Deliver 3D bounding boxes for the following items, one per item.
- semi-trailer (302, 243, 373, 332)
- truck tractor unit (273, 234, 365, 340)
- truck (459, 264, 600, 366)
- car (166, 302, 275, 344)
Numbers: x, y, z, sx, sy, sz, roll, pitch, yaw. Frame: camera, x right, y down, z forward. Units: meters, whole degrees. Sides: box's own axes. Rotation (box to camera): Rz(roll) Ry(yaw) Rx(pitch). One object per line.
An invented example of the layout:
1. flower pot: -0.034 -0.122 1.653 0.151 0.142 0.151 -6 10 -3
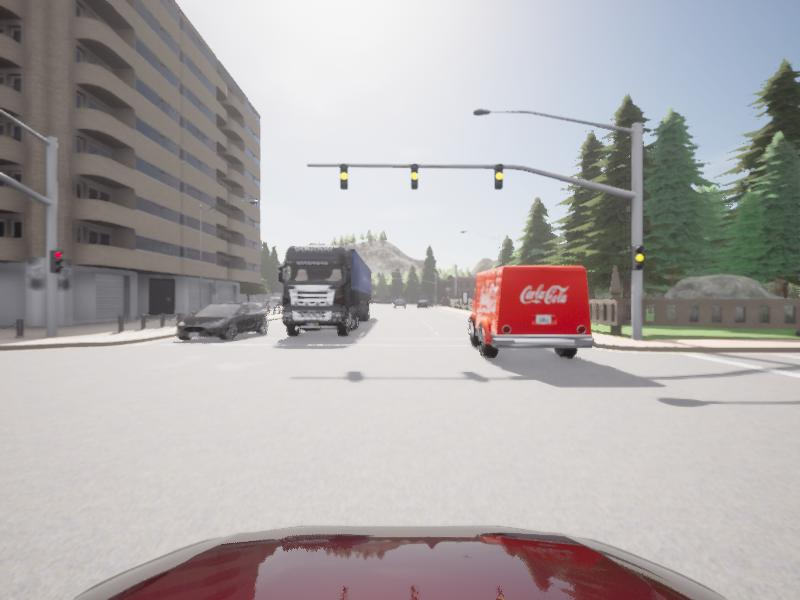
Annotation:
1. semi-trailer: -3.592 -0.632 27.057 2.717 4.402 14.254 0 0 -1
2. truck tractor unit: -3.507 -0.521 19.142 3.053 4.208 6.516 0 0 0
3. truck: 3.499 0.361 12.250 2.627 2.467 5.204 0 0 0
4. car: -7.306 0.859 16.996 2.163 1.488 4.792 0 0 5
